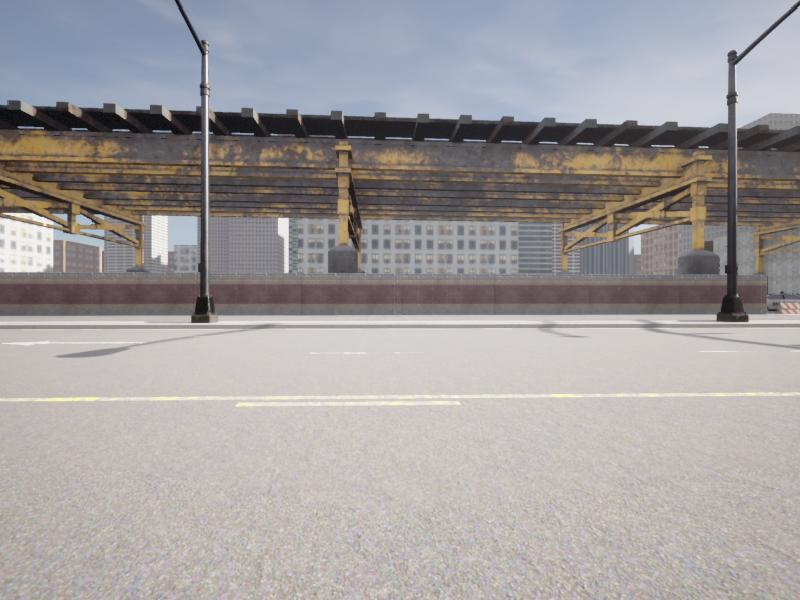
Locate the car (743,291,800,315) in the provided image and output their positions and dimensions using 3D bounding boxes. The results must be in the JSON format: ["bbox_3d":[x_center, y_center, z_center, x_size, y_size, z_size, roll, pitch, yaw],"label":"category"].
[{"bbox_3d":[27.003,0.196,27.666,4.974,1.542,2.038,0,0,42],"label":"car"}]

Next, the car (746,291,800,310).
[{"bbox_3d":[26.964,0.038,27.700,4.536,1.218,1.853,0,0,42],"label":"car"}]
